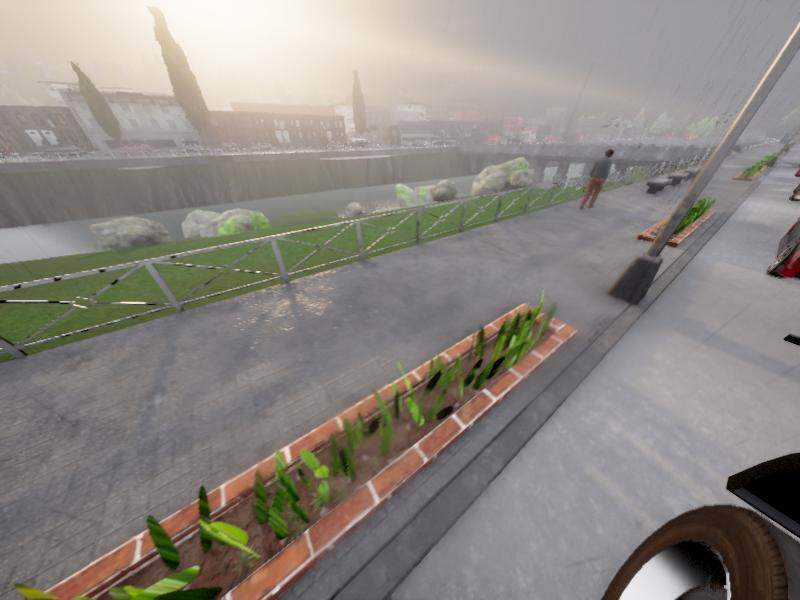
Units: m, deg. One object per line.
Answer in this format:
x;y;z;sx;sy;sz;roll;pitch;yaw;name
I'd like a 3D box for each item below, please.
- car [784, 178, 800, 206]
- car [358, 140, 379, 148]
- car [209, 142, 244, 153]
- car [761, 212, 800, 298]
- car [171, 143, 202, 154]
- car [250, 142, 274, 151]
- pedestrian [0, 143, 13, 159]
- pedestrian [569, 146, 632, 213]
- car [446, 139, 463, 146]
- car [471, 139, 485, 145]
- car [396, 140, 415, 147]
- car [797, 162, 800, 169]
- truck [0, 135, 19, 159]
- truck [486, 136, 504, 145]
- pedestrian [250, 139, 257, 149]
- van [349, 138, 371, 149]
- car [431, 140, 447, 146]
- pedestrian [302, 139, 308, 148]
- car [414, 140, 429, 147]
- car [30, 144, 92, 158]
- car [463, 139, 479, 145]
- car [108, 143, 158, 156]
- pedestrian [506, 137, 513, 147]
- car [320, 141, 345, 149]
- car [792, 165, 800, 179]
17.834;-4.763;9.203;4.514;1.525;2.007;-22;41;-28;car
-8.083;-40.471;59.934;4.856;1.649;2.033;-22;41;-28;car
-33.892;-29.937;45.182;5.238;1.638;1.930;-22;41;-28;car
8.844;-1.029;4.114;4.181;1.385;1.994;-22;41;-28;car
-38.962;-27.795;42.325;3.806;1.475;1.970;-22;41;-28;car
-28.763;-31.962;48.157;3.806;1.475;1.970;-22;41;-28;car
-53.523;-20.018;31.033;0.751;1.860;0.751;20;40;26;pedestrian
6.584;-3.986;7.673;0.751;1.860;0.751;-22;41;-28;pedestrian
16.579;-47.734;70.041;5.238;1.638;1.930;-22;41;-28;car
25.247;-51.227;75.025;3.988;1.617;1.851;-22;41;-28;car
1.576;-44.404;65.474;4.974;1.542;2.038;-22;41;-28;car
35.089;-11.783;19.074;4.193;1.474;1.816;-22;41;-28;car
-59.115;-20.530;30.137;8.468;3.827;2.891;-22;41;-28;truck
32.557;-54.600;78.935;5.204;2.467;2.627;-22;41;-28;truck
-33.274;-35.414;52.555;0.751;1.860;0.751;-23;41;-29;pedestrian
-9.487;-37.252;55.026;4.480;2.038;2.069;-22;41;-28;van
12.136;-48.694;71.525;5.008;1.535;1.882;-22;41;-28;car
-22.717;-37.457;55.348;0.751;1.860;0.751;-8;36;-11;pedestrian
5.916;-43.296;64.003;3.806;1.475;1.970;-22;41;-28;car
-51.346;-22.804;35.211;4.856;1.649;2.033;-22;41;-28;car
24.102;-53.624;78.336;5.238;1.638;1.930;-22;41;-28;car
-44.814;-25.467;38.943;5.027;1.651;2.152;-22;41;-28;car
26.373;-38.188;55.782;0.751;1.860;0.751;-18;39;-23;pedestrian
-16.163;-37.172;55.308;5.238;1.638;1.930;-22;41;-28;car
27.364;-8.651;14.646;4.514;1.525;2.007;-22;41;-28;car
